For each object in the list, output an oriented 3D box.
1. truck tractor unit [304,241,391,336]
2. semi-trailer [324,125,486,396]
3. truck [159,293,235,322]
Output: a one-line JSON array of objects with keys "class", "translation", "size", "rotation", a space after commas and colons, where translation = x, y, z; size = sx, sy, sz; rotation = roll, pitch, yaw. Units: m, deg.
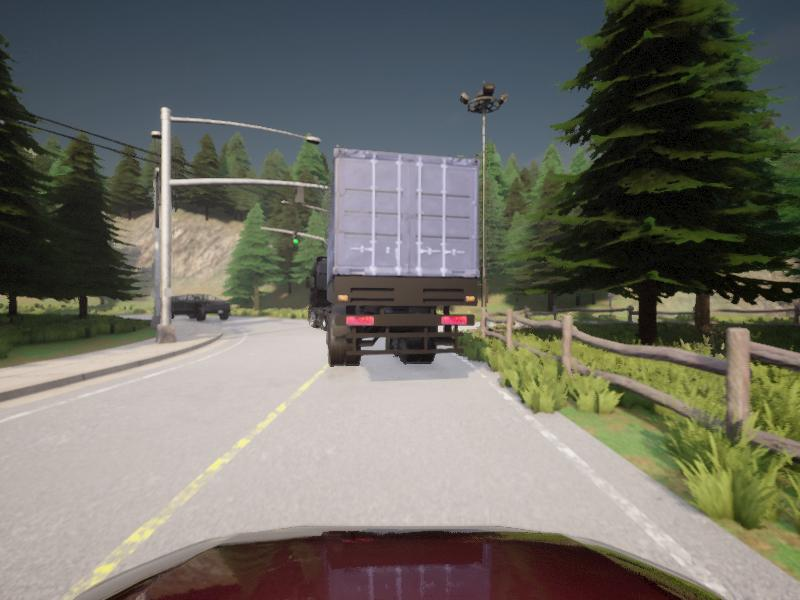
[{"class": "truck tractor unit", "translation": [-3.070, -0.504, 21.402], "size": [3.053, 4.208, 6.516], "rotation": [0, 0, -22]}, {"class": "semi-trailer", "translation": [-1.188, -0.613, 13.743], "size": [2.717, 4.402, 14.254], "rotation": [0, 0, -11]}, {"class": "truck", "translation": [-16.283, 0.555, 31.917], "size": [6.274, 2.098, 2.390], "rotation": [0, 0, 30]}]
